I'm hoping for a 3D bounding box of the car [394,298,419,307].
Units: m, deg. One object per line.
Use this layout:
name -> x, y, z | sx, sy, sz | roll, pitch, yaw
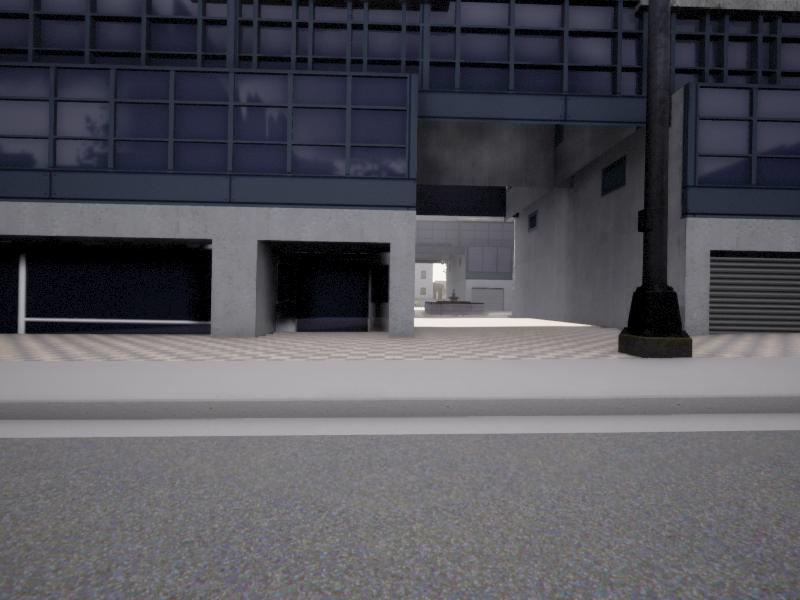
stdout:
car -> 1.296, 0.524, 74.585 | 4.514, 1.525, 2.007 | 1, 0, 4
